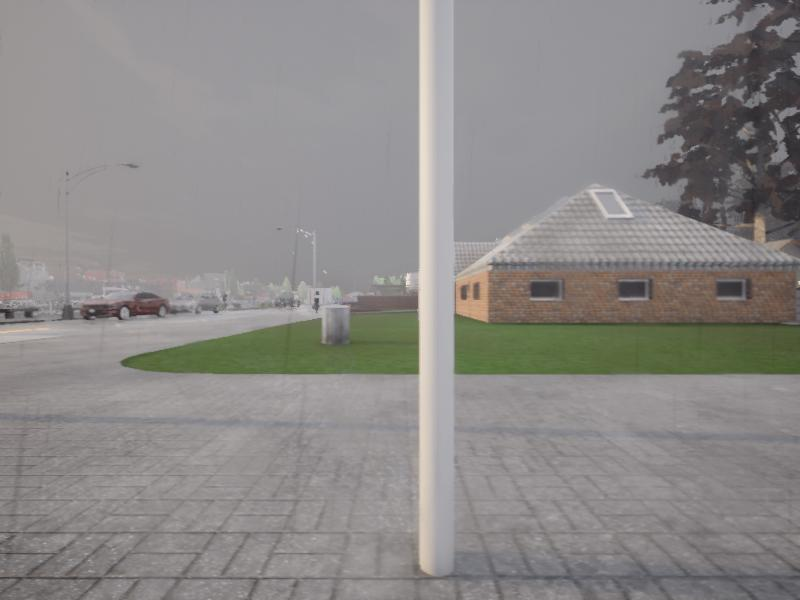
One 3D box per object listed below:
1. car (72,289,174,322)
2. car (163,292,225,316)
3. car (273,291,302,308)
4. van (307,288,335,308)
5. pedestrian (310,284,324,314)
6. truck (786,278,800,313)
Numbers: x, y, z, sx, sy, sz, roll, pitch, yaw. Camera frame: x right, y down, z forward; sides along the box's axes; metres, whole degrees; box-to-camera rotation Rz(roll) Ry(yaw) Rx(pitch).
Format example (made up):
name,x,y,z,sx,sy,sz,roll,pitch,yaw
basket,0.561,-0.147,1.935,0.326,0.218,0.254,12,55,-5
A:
name,x,y,z,sx,sy,sz,roll,pitch,yaw
car,-14.361,0.239,21.191,1.882,1.535,5.008,0,0,1
car,-14.365,0.245,28.235,2.007,1.525,4.514,0,0,0
car,-14.274,-0.017,51.263,2.150,2.045,5.566,0,0,0
van,-10.271,-0.211,52.575,2.351,2.431,6.366,0,0,0
pedestrian,-5.246,-0.061,25.312,0.751,1.860,0.751,0,0,-4
truck,24.029,-0.248,21.587,2.069,2.038,4.478,0,0,0
